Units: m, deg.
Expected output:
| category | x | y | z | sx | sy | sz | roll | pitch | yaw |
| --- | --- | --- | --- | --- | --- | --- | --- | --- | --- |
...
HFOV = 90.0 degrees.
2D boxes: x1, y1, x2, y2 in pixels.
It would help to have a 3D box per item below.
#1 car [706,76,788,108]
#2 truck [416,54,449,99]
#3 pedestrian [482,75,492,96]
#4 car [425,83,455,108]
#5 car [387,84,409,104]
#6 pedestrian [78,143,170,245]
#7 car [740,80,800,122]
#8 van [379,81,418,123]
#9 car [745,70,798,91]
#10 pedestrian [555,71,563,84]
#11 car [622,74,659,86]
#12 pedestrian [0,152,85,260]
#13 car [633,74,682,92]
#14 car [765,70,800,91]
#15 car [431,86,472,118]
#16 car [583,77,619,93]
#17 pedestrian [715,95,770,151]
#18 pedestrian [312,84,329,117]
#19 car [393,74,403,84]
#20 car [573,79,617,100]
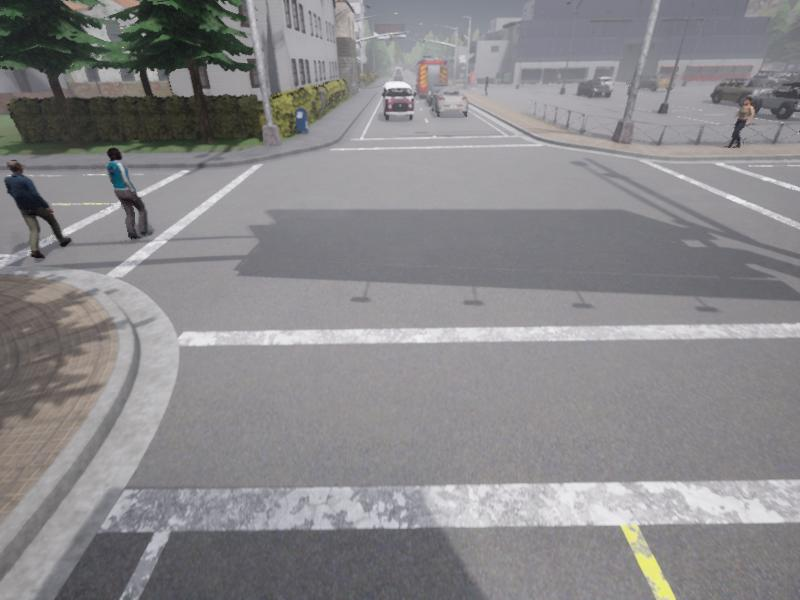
| category | x | y | z | sx | sy | sz | roll | pitch | yaw |
| --- | --- | --- | --- | --- | --- | --- | --- | --- | --- |
| car | 25.751 | -15.630 | 29.984 | 1.932 | 1.855 | 4.605 | -1 | 30 | 0 |
| truck | 3.309 | -24.044 | 43.016 | 2.891 | 3.827 | 8.468 | -1 | 30 | 0 |
| pedestrian | 8.878 | -21.992 | 41.073 | 0.751 | 1.860 | 0.751 | 2 | 31 | 5 |
| car | 3.351 | -17.566 | 34.247 | 2.038 | 1.542 | 4.974 | -1 | 30 | 0 |
| car | -0.186 | -19.432 | 37.678 | 1.994 | 1.385 | 4.181 | -1 | 30 | 0 |
| pedestrian | -5.630 | -2.189 | 8.281 | 0.751 | 1.860 | 0.751 | 7 | 31 | 13 |
| car | 22.509 | -11.616 | 23.194 | 1.905 | 1.878 | 3.866 | -1 | 30 | 0 |
| van | -0.173 | -12.799 | 25.720 | 2.069 | 2.038 | 4.480 | -3 | 30 | -4 |
| car | 41.584 | -24.677 | 44.935 | 1.905 | 1.878 | 3.866 | -1 | 30 | 0 |
| pedestrian | 25.519 | -35.758 | 64.320 | 0.751 | 1.860 | 0.751 | 0 | 30 | 1 |
| car | 36.229 | -33.183 | 60.386 | 4.193 | 1.474 | 1.816 | -1 | 30 | 0 |
| pedestrian | -7.016 | -1.782 | 7.648 | 0.751 | 1.860 | 0.751 | -2 | 30 | -3 |
| car | 28.792 | -24.428 | 44.997 | 2.152 | 1.636 | 5.027 | -1 | 30 | 0 |
| car | 44.487 | -24.909 | 45.295 | 1.932 | 1.855 | 4.605 | -1 | 30 | 0 |
| car | 3.409 | -13.799 | 27.741 | 2.152 | 1.651 | 5.027 | -1 | 30 | 0 |
| car | 22.378 | -24.105 | 44.769 | 1.970 | 1.475 | 3.806 | -1 | 30 | 0 |
| pedestrian | 13.062 | -6.780 | 15.332 | 0.751 | 1.860 | 0.751 | -1 | 30 | -1 |
| pedestrian | -5.083 | -12.823 | 25.718 | 0.751 | 1.860 | 0.751 | -1 | 30 | 0 |
| car | -0.292 | -41.973 | 75.930 | 1.837 | 1.490 | 4.892 | -1 | 30 | 0 |
| car | 18.756 | -20.426 | 38.730 | 2.007 | 1.523 | 4.514 | -1 | 30 | 0 |
